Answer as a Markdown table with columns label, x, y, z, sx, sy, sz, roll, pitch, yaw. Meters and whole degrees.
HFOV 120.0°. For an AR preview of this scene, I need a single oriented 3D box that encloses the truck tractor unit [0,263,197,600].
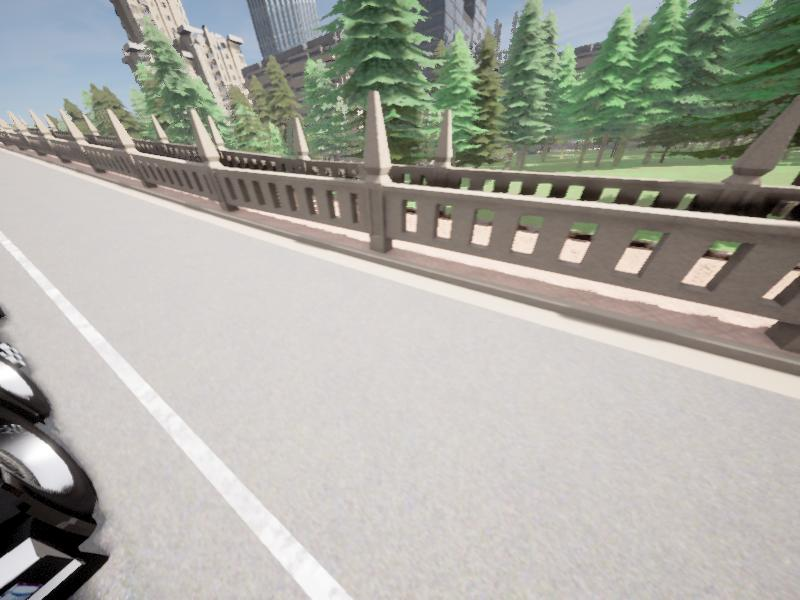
| label | x | y | z | sx | sy | sz | roll | pitch | yaw |
| --- | --- | --- | --- | --- | --- | --- | --- | --- | --- |
| truck tractor unit | -5.092 | -0.325 | 0.761 | 6.516 | 4.208 | 3.053 | 19 | 39 | 24 |
